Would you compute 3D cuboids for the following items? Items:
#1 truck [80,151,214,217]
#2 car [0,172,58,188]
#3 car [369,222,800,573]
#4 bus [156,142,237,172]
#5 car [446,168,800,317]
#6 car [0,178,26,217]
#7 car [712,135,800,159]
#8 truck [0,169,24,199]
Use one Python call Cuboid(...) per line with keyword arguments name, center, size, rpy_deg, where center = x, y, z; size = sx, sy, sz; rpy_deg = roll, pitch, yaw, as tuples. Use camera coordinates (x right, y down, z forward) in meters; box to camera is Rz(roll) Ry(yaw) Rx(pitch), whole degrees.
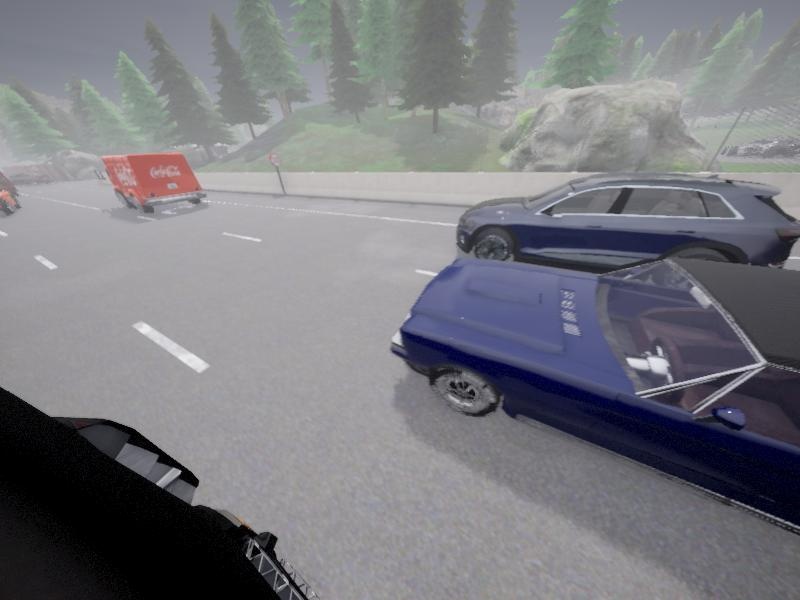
Cuboid(name="truck", center=(-13.117, -6.178, 12.115), size=(5.204, 2.467, 2.627), rpy_deg=(15, 38, 25))
Cuboid(name="car", center=(-51.485, -16.478, 31.639), size=(4.792, 1.488, 2.163), rpy_deg=(-11, 35, -12))
Cuboid(name="car", center=(2.306, 0.466, 1.913), size=(4.718, 1.301, 1.895), rpy_deg=(15, 37, 25))
Cuboid(name="bus", center=(-38.663, -27.760, 44.760), size=(3.944, 4.253, 10.273), rpy_deg=(15, 38, 25))
Cuboid(name="car", center=(3.625, -1.522, 4.505), size=(4.856, 1.649, 2.033), rpy_deg=(15, 37, 25))
Cuboid(name="car", center=(-23.699, -5.703, 12.860), size=(4.553, 1.767, 2.097), rpy_deg=(23, 41, 33))
Cuboid(name="car", center=(32.027, -13.585, 20.509), size=(2.038, 1.542, 4.974), rpy_deg=(-1, 33, 3))
Cuboid(name="truck", center=(-38.508, -11.231, 20.553), size=(8.468, 3.827, 2.891), rpy_deg=(15, 37, 25))
